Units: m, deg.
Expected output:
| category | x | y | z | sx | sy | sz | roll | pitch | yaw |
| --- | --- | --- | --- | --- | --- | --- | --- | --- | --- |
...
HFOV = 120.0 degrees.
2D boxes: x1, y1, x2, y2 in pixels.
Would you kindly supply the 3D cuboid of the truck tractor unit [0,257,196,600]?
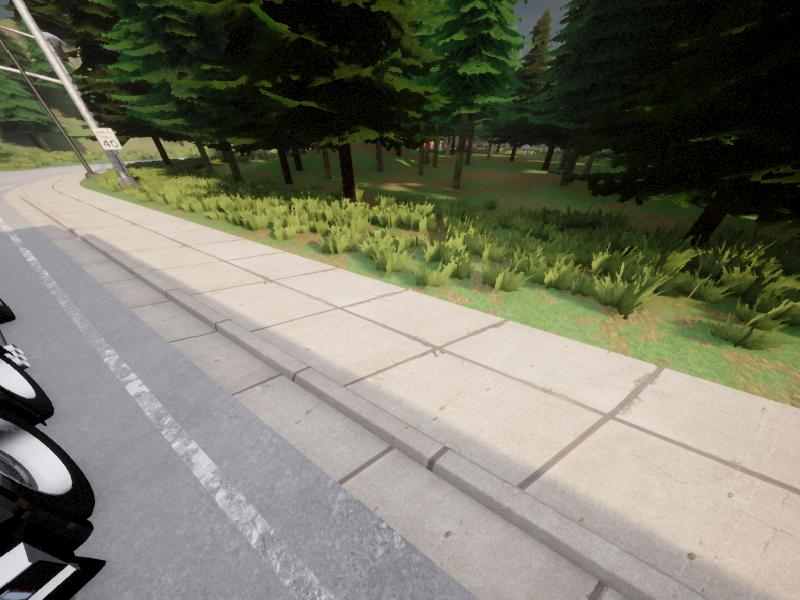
| category | x | y | z | sx | sy | sz | roll | pitch | yaw |
| --- | --- | --- | --- | --- | --- | --- | --- | --- | --- |
| truck tractor unit | -5.099 | -0.312 | 0.797 | 6.516 | 4.208 | 3.053 | 19 | 39 | 25 |
